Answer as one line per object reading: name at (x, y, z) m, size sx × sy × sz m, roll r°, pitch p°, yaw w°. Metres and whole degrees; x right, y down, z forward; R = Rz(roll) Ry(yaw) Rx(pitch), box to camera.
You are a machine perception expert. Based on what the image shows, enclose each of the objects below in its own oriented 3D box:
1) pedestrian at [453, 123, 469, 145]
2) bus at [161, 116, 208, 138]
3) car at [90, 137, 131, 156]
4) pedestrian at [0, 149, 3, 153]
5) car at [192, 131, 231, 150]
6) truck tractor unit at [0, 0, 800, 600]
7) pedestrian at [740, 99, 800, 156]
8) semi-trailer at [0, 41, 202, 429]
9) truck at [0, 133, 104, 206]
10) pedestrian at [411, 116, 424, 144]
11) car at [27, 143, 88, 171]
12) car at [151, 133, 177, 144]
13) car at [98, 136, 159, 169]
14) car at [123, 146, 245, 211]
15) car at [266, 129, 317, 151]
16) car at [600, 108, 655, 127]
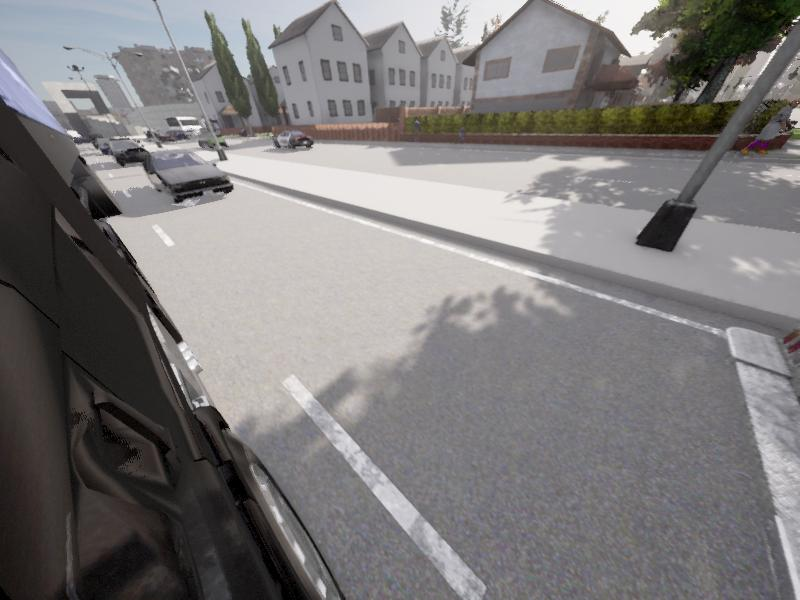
pedestrian at (4.701, -12.812, 17.853) m, size 0.751 × 1.300 × 0.751 m, roll 28°, pitch 48°, yaw 33°
bus at (-58.909, -47.752, 63.631) m, size 3.944 × 4.253 × 10.273 m, roll -7°, pitch 39°, yaw -4°
car at (-31.994, -17.025, 25.514) m, size 4.792 × 1.488 × 2.163 m, roll 27°, pitch 47°, yaw 32°
pedestrian at (-57.716, -21.887, 32.600) m, size 0.751 × 1.860 × 0.751 m, roll 27°, pitch 47°, yaw 32°
car at (-21.653, -18.335, 26.503) m, size 4.514 × 1.525 × 2.007 m, roll 27°, pitch 47°, yaw 32°
truck tractor unit at (-2.645, -0.295, 0.351) m, size 6.516 × 4.208 × 3.053 m, roll 28°, pitch 43°, yaw 30°
pedestrian at (15.528, -7.131, 9.602) m, size 0.751 × 1.860 × 0.751 m, roll -30°, pitch 46°, yaw -30°
semi-trailer at (-8.711, -3.389, 4.498) m, size 14.254 × 4.402 × 2.717 m, roll 27°, pitch 47°, yaw 33°
truck at (-16.323, -6.274, 10.602) m, size 6.274 × 2.098 × 2.390 m, roll 28°, pitch 49°, yaw 33°
pedestrian at (1.527, -14.655, 19.917) m, size 0.751 × 1.860 × 0.751 m, roll 28°, pitch 48°, yaw 33°
car at (-25.878, -10.959, 17.588) m, size 4.181 × 1.385 × 1.994 m, roll 27°, pitch 47°, yaw 32°
car at (-41.282, -28.358, 40.424) m, size 5.357 × 1.411 × 2.033 m, roll 27°, pitch 47°, yaw 32°
car at (-20.090, -10.979, 17.047) m, size 5.238 × 1.638 × 1.930 m, roll 27°, pitch 47°, yaw 32°
car at (-8.440, -4.911, 8.896) m, size 5.357 × 1.411 × 2.033 m, roll 27°, pitch 47°, yaw 32°
car at (-10.490, -15.494, 22.252) m, size 4.974 × 1.542 × 2.038 m, roll 27°, pitch 47°, yaw 32°
car at (24.405, -19.624, 24.840) m, size 3.806 × 1.475 × 1.970 m, roll 27°, pitch 47°, yaw 32°
